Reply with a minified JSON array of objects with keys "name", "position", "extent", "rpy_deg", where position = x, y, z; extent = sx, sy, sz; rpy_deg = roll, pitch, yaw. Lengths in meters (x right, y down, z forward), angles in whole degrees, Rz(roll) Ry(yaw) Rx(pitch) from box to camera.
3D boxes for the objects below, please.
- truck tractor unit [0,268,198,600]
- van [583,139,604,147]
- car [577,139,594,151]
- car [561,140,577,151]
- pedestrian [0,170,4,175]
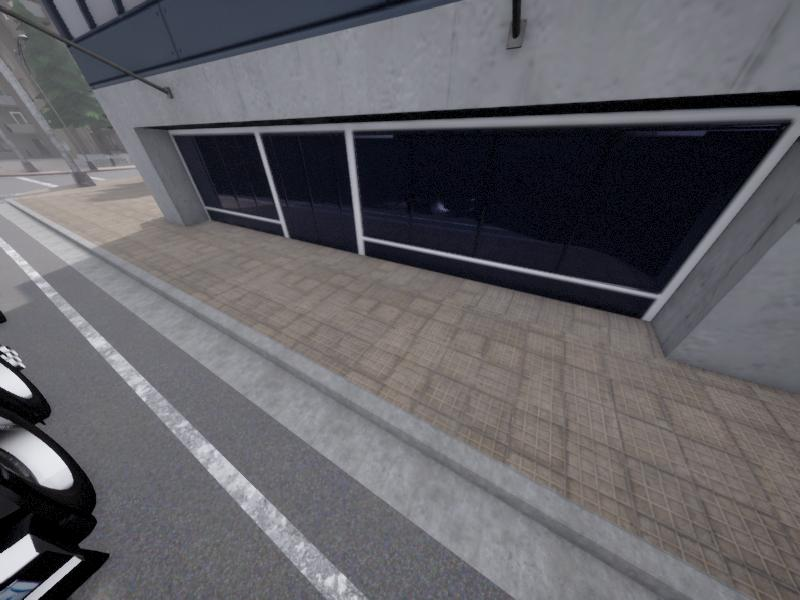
[{"name":"truck tractor unit","position":[-5.118,-0.294,0.770],"extent":[6.516,4.208,3.053],"rpy_deg":[18,39,24]},{"name":"van","position":[60.815,-49.475,72.817],"extent":[4.480,2.038,2.069],"rpy_deg":[17,38,23]},{"name":"car","position":[37.726,-31.564,47.007],"extent":[1.905,1.878,3.866],"rpy_deg":[17,38,23]},{"name":"car","position":[34.973,-32.119,47.860],"extent":[1.932,1.855,4.605],"rpy_deg":[17,38,23]},{"name":"pedestrian","position":[-31.089,-10.360,17.165],"extent":[0.751,1.860,0.751],"rpy_deg":[27,43,34]}]
